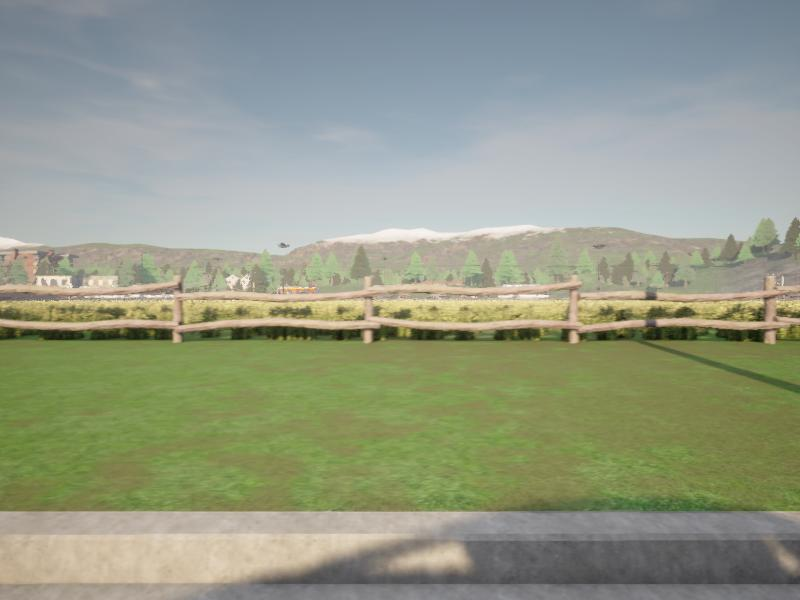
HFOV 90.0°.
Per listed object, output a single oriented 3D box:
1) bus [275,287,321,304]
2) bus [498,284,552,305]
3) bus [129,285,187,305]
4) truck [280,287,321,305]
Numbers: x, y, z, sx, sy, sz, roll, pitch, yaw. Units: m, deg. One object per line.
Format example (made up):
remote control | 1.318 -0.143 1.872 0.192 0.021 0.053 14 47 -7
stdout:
bus | -25.023 -1.129 98.738 10.273 4.253 3.944 0 0 0
bus | 26.364 -1.147 84.975 10.273 4.253 3.944 0 0 0
bus | -53.213 -1.120 88.108 10.273 4.253 3.944 0 0 0
truck | -21.871 -0.917 88.126 8.468 3.827 2.891 0 0 0
